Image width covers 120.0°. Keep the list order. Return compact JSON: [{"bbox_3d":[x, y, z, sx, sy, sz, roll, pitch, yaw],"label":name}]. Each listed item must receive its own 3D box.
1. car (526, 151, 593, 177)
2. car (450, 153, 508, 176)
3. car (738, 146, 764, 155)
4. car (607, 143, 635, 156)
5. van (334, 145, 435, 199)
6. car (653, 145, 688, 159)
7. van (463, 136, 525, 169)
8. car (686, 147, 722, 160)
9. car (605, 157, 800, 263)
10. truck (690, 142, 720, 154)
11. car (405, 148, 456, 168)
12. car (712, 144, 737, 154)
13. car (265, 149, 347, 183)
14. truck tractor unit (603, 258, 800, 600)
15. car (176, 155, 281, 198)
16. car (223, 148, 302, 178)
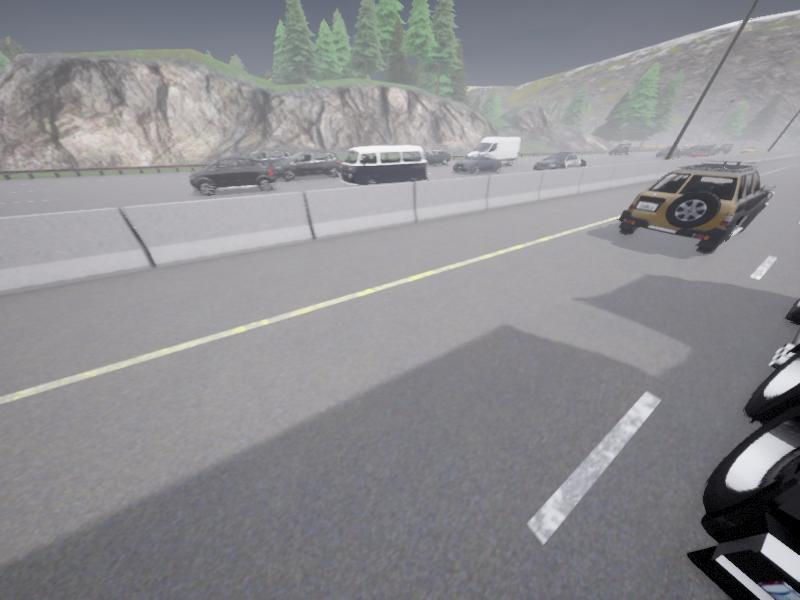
[{"bbox_3d":[12.958,-11.115,18.766,4.974,1.542,2.038,-18,39,-25],"label":"car"},{"bbox_3d":[6.434,-11.191,18.957,4.181,1.385,1.994,-19,39,-25],"label":"car"},{"bbox_3d":[73.441,-31.352,48.362,5.366,1.575,1.801,-18,39,-25],"label":"car"},{"bbox_3d":[40.120,-27.318,41.977,3.866,1.878,1.905,-18,39,-25],"label":"car"},{"bbox_3d":[-0.731,-6.746,11.915,4.480,2.038,2.069,-18,39,-25],"label":"van"},{"bbox_3d":[43.086,-23.624,36.774,4.553,1.767,2.097,-18,39,-25],"label":"car"},{"bbox_3d":[9.504,-15.022,23.467,5.915,2.561,1.988,-19,39,-25],"label":"van"},{"bbox_3d":[45.842,-22.113,34.858,4.514,1.525,2.007,-18,39,-25],"label":"car"},{"bbox_3d":[8.339,-2.744,6.378,4.605,1.855,1.932,-19,39,-25],"label":"car"},{"bbox_3d":[70.640,-35.290,53.512,6.274,2.098,2.390,-18,39,-25],"label":"truck"},{"bbox_3d":[3.138,-14.791,23.982,4.902,1.511,2.128,-19,39,-25],"label":"car"},{"bbox_3d":[70.429,-32.802,50.136,3.866,1.878,1.905,-18,39,-25],"label":"car"},{"bbox_3d":[-6.378,-9.352,15.941,4.611,1.667,2.242,-19,39,-25],"label":"car"},{"bbox_3d":[5.103,-0.309,0.793,6.516,4.208,3.053,-19,39,-25],"label":"truck tractor unit"},{"bbox_3d":[-8.361,-6.318,11.661,3.705,1.549,1.789,-19,39,-25],"label":"car"},{"bbox_3d":[-10.197,-10.395,17.409,4.611,1.667,2.242,-18,39,-25],"label":"car"}]
